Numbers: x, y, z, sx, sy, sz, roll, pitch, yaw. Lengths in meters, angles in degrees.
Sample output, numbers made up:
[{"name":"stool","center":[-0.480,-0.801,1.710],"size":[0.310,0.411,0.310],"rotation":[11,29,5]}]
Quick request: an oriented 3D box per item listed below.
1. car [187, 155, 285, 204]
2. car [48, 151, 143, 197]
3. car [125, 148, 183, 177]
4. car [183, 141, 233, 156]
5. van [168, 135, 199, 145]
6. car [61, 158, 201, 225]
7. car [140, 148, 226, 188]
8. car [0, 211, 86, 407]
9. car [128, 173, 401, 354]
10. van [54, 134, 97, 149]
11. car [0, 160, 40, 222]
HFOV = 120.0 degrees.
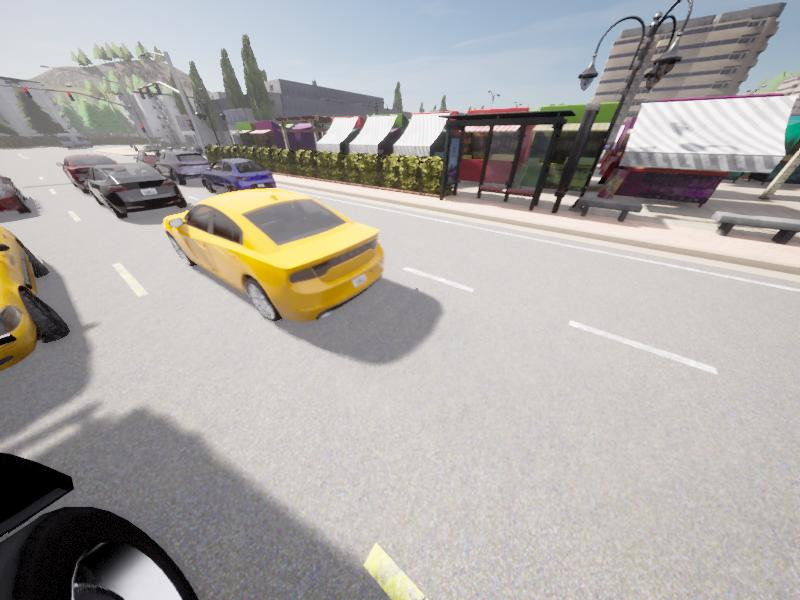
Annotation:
[{"name":"car","center":[-7.575,-5.704,10.681],"size":[4.193,1.474,1.816],"rotation":[23,41,28]},{"name":"car","center":[-15.570,-6.572,11.802],"size":[5.008,1.535,1.882],"rotation":[23,41,28]},{"name":"car","center":[-17.726,-10.013,16.680],"size":[3.633,1.501,1.845],"rotation":[25,42,31]},{"name":"car","center":[-28.224,-22.380,34.085],"size":[2.152,1.651,5.027],"rotation":[25,42,31]},{"name":"van","center":[-66.670,-49.295,71.321],"size":[2.351,2.431,6.366],"rotation":[11,37,15]},{"name":"car","center":[-10.003,-4.245,8.586],"size":[4.792,1.488,2.163],"rotation":[23,41,28]},{"name":"car","center":[-12.888,-7.973,13.732],"size":[4.856,1.649,2.033],"rotation":[23,41,28]},{"name":"car","center":[-6.432,-0.307,2.942],"size":[5.366,1.575,1.801],"rotation":[22,41,28]},{"name":"car","center":[-2.585,-1.219,4.294],"size":[5.008,1.535,1.882],"rotation":[22,41,28]},{"name":"van","center":[-68.769,-33.808,49.189],"size":[1.988,2.561,5.915],"rotation":[-12,37,-16]},{"name":"car","center":[-14.911,-3.794,7.911],"size":[4.792,1.488,2.163],"rotation":[23,41,28]}]
